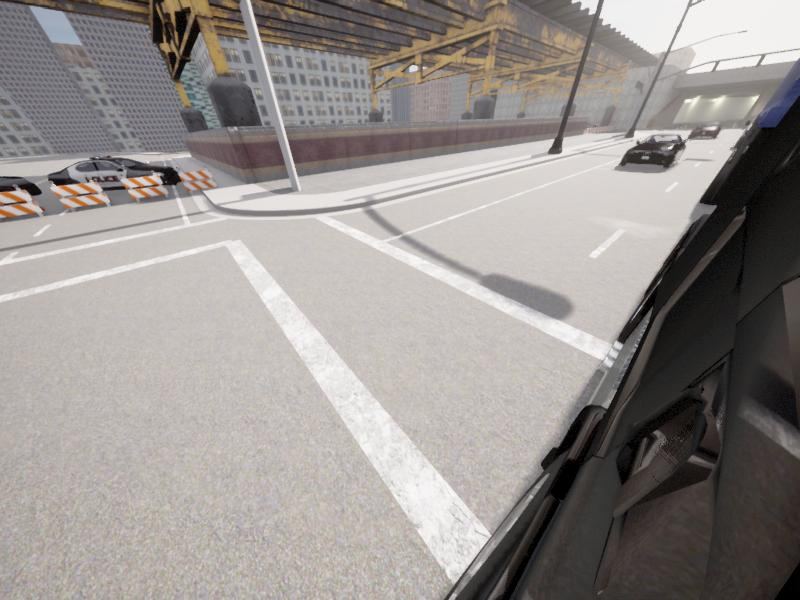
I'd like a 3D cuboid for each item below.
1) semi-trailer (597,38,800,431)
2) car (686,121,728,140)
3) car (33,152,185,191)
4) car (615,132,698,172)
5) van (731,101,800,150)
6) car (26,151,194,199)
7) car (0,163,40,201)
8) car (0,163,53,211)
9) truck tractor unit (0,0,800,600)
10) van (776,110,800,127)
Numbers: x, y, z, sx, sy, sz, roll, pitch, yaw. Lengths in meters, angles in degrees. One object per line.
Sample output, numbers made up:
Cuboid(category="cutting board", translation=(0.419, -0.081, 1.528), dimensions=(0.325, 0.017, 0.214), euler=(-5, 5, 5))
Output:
Cuboid(category="semi-trailer", translation=(8.718, -3.591, 4.208), dimensions=(14.254, 4.402, 2.717), euler=(-28, 44, -30))
Cuboid(category="car", translation=(32.372, -17.862, 24.343), dimensions=(4.181, 1.385, 1.994), euler=(-28, 44, -30))
Cuboid(category="car", translation=(-14.231, -6.546, 11.661), dimensions=(4.536, 1.218, 1.853), euler=(-8, 37, -8))
Cuboid(category="car", translation=(13.694, -8.003, 12.335), dimensions=(4.181, 1.385, 1.994), euler=(-28, 44, -30))
Cuboid(category="van", translation=(26.741, -12.630, 16.730), dimensions=(5.915, 2.561, 1.988), euler=(-28, 43, -30))
Cuboid(category="car", translation=(-14.175, -6.428, 11.762), dimensions=(4.974, 1.542, 2.038), euler=(-8, 37, -8))
Cuboid(category="car", translation=(-17.790, -4.057, 8.558), dimensions=(1.853, 1.218, 4.536), euler=(7, 38, 12))
Cuboid(category="car", translation=(-17.796, -3.901, 8.612), dimensions=(2.038, 1.542, 4.974), euler=(7, 38, 12))
Cuboid(category="truck tractor unit", translation=(2.645, -0.295, 0.352), dimensions=(6.516, 4.208, 3.053), euler=(-28, 44, -30))
Cuboid(category="van", translation=(60.463, -27.949, 35.564), dimensions=(4.442, 1.987, 1.775), euler=(-29, 44, -31))
